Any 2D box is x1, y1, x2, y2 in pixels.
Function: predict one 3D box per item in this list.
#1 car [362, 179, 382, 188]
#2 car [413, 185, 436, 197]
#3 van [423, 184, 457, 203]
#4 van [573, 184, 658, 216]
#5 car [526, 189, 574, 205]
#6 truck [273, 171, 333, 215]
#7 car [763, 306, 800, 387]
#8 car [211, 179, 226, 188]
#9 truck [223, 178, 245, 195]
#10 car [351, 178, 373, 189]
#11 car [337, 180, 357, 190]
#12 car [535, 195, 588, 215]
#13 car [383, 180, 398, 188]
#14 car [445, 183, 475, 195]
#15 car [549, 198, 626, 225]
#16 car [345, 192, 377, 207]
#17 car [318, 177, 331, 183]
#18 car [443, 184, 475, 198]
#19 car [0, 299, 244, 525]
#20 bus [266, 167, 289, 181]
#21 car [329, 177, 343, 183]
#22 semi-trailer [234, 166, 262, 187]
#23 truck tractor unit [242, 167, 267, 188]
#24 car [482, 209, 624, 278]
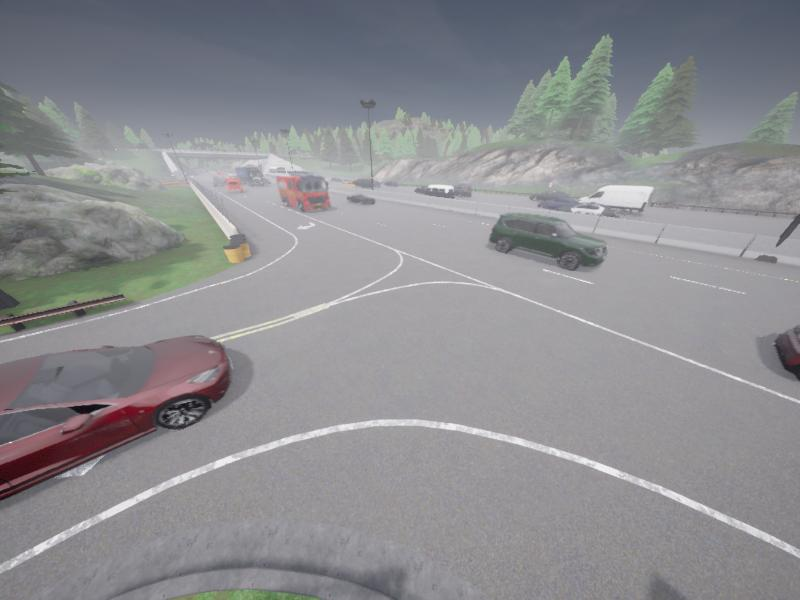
[{"bbox_3d":[-6.813,-27.881,55.275,2.152,1.651,5.027,-23,37,-34],"label":"car"},{"bbox_3d":[4.082,-18.701,39.444,1.789,1.549,3.705,-23,37,-34],"label":"car"},{"bbox_3d":[5.629,-15.284,33.046,2.069,2.038,4.480,-23,38,-34],"label":"van"},{"bbox_3d":[22.739,-10.829,24.785,1.988,2.561,5.915,-23,37,-34],"label":"van"},{"bbox_3d":[20.624,-14.328,31.903,2.128,1.511,4.902,-23,36,-34],"label":"car"},{"bbox_3d":[-11.215,-12.465,26.370,2.891,3.827,8.468,-23,37,-34],"label":"truck"},{"bbox_3d":[10.834,1.619,4.410,1.970,1.475,3.806,-23,37,-34],"label":"car"},{"bbox_3d":[-43.521,-27.905,55.312,2.033,1.649,4.856,-23,37,-34],"label":"car"},{"bbox_3d":[-30.792,-21.156,42.785,2.627,2.467,5.204,-18,35,-28],"label":"truck"},{"bbox_3d":[-8.634,-26.432,52.342,2.150,2.045,5.566,-23,37,-34],"label":"car"},{"bbox_3d":[-11.786,-25.384,50.991,1.801,1.575,5.366,-23,37,-34],"label":"car"},{"bbox_3d":[17.706,-10.569,25.542,1.994,1.385,4.181,-23,37,-34],"label":"car"},{"bbox_3d":[-2.248,-27.855,55.319,1.845,1.501,3.633,-23,37,-34],"label":"car"},{"bbox_3d":[10.835,-20.180,41.887,2.242,1.667,4.611,-23,37,-34],"label":"car"},{"bbox_3d":[17.123,-8.274,21.406,2.038,1.542,4.974,-23,37,-34],"label":"car"},{"bbox_3d":[-5.120,-13.190,30.156,1.895,1.301,4.718,-23,37,-34],"label":"car"},{"bbox_3d":[-23.898,-37.901,72.808,1.812,1.442,4.674,-23,37,-34],"label":"car"},{"bbox_3d":[9.691,-18.147,38.367,2.242,1.667,4.611,-23,37,-34],"label":"car"},{"bbox_3d":[-5.645,1.786,3.652,4.792,1.488,2.163,-22,36,-33],"label":"car"},{"bbox_3d":[-44.614,-45.852,83.774,3.944,4.253,10.273,-23,37,-34],"label":"bus"},{"bbox_3d":[-20.667,-38.683,74.213,2.033,1.411,5.357,-23,37,-34],"label":"car"},{"bbox_3d":[-40.612,-33.092,61.508,2.717,4.402,14.254,-23,37,-34],"label":"semi-trailer"},{"bbox_3d":[-35.548,-29.967,56.293,3.053,4.208,6.516,-22,36,-33],"label":"truck tractor unit"},{"bbox_3d":[7.580,-3.296,12.269,2.150,2.045,5.566,-23,37,-34],"label":"car"}]
